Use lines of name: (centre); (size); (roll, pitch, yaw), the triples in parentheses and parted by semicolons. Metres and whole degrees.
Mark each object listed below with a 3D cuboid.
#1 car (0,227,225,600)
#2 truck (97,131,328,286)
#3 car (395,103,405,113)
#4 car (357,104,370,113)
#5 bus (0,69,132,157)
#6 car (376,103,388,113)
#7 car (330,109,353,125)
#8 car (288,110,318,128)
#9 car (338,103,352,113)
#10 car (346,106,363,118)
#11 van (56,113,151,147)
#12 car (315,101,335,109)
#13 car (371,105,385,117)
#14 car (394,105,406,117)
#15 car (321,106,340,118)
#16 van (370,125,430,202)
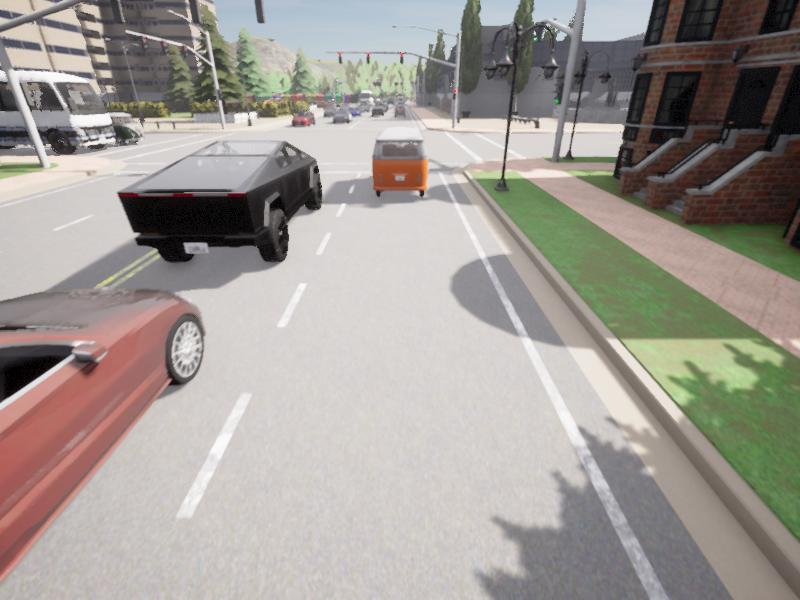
car: (-3.499, 1.012, 2.911); (2.152, 1.651, 5.027); (0, 27, 0)
truck: (-3.500, -2.614, 9.470); (2.390, 2.098, 6.274); (0, 27, 0)
car: (0.008, -37.746, 78.623); (2.038, 1.542, 4.974); (0, 27, 0)
car: (-6.993, -37.152, 77.643); (2.128, 1.511, 4.902); (0, 27, 0)
bus: (-22.453, -10.782, 23.110); (10.273, 4.253, 3.944); (0, 27, 0)
car: (-3.493, -37.211, 77.526); (2.033, 1.649, 4.856); (0, 27, 0)
car: (-6.996, -22.333, 48.609); (2.038, 1.542, 4.974); (0, 27, 0)
car: (-10.559, -19.970, 44.010); (2.007, 1.525, 4.514); (1, 27, 2)
car: (-10.493, -36.752, 76.649); (2.033, 1.649, 4.856); (0, 27, 0)
car: (-6.994, -29.048, 61.806); (2.007, 1.525, 4.514); (0, 27, 0)
van: (-19.668, -11.364, 26.723); (4.442, 1.987, 1.775); (-1, 27, -2)
car: (-19.253, -50.122, 102.904); (4.611, 1.667, 2.242); (0, 27, 0)
car: (-3.494, -30.324, 64.085); (1.930, 1.638, 5.238); (0, 27, 0)
car: (0.006, -29.789, 63.110); (1.789, 1.549, 3.705); (0, 27, 0)
car: (-10.495, -28.760, 61.104); (2.038, 1.542, 4.974); (0, 27, 0)
van: (0.008, -5.008, 14.258); (1.775, 1.987, 4.442); (0, 27, 0)
